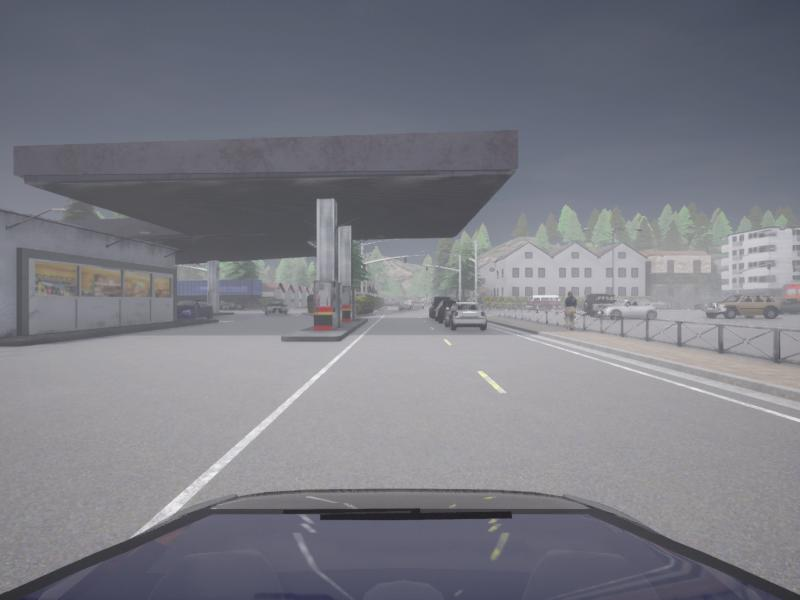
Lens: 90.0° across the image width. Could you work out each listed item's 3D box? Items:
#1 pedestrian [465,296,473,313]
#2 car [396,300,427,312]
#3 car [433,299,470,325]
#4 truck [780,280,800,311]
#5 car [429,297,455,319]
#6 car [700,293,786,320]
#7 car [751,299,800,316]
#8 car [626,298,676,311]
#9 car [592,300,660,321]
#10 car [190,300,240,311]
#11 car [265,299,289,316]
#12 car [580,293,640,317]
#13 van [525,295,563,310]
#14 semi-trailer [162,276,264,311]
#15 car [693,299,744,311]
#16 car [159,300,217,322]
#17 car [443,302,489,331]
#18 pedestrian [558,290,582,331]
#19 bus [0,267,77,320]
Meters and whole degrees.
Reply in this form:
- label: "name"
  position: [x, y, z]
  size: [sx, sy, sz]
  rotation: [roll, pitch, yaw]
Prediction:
- label: "pedestrian"
  position: [7.646, 0.485, 44.082]
  size: [0.751, 1.860, 0.751]
  rotation: [0, 0, 0]
- label: "car"
  position: [1.623, 0.780, 55.056]
  size: [1.812, 1.442, 4.674]
  rotation: [-1, 0, 41]
- label: "car"
  position: [3.572, 0.778, 28.533]
  size: [2.033, 1.649, 4.856]
  rotation: [0, 0, 0]
- label: "truck"
  position: [53.383, -0.504, 49.727]
  size: [8.468, 3.827, 2.891]
  rotation: [2, 1, 38]
- label: "car"
  position: [3.589, 0.646, 34.986]
  size: [1.905, 1.878, 3.866]
  rotation: [0, 0, 0]
- label: "car"
  position: [24.737, 0.441, 28.980]
  size: [4.605, 1.855, 1.932]
  rotation: [0, 0, 0]
- label: "car"
  position: [34.723, 0.641, 35.957]
  size: [4.514, 1.523, 2.007]
  rotation: [0, 0, 0]
- label: "car"
  position: [32.172, 0.589, 51.372]
  size: [5.027, 1.651, 2.152]
  rotation: [0, 0, 0]
- label: "car"
  position: [16.258, 0.704, 28.912]
  size: [3.806, 1.475, 1.970]
  rotation: [0, 0, 0]
- label: "car"
  position: [-23.613, 0.703, 51.163]
  size: [5.357, 1.411, 2.033]
  rotation: [0, 0, -3]
- label: "car"
  position: [-12.696, 0.756, 41.209]
  size: [2.242, 1.667, 4.611]
  rotation: [0, 0, -18]
- label: "car"
  position: [16.857, 0.420, 32.239]
  size: [3.866, 1.878, 1.905]
  rotation: [0, 0, 0]
- label: "van"
  position: [19.682, 0.380, 54.917]
  size: [4.480, 2.038, 2.069]
  rotation: [0, 0, -4]
- label: "semi-trailer"
  position: [-26.086, -0.793, 55.575]
  size: [14.254, 4.402, 2.717]
  rotation: [-1, 0, 14]
- label: "car"
  position: [40.888, 0.633, 51.385]
  size: [4.974, 1.542, 2.038]
  rotation: [0, 0, 0]
- label: "car"
  position: [-17.145, 0.824, 32.665]
  size: [2.242, 1.667, 4.611]
  rotation: [0, 0, 0]
- label: "car"
  position: [3.559, 0.853, 22.210]
  size: [1.970, 1.475, 3.806]
  rotation: [0, 0, 0]
- label: "pedestrian"
  position: [7.810, 0.485, 18.389]
  size: [0.751, 1.860, 0.751]
  rotation: [0, 0, -1]
- label: "bus"
  position: [-33.989, -0.535, 34.428]
  size: [3.944, 4.253, 10.273]
  rotation: [0, 0, 0]
